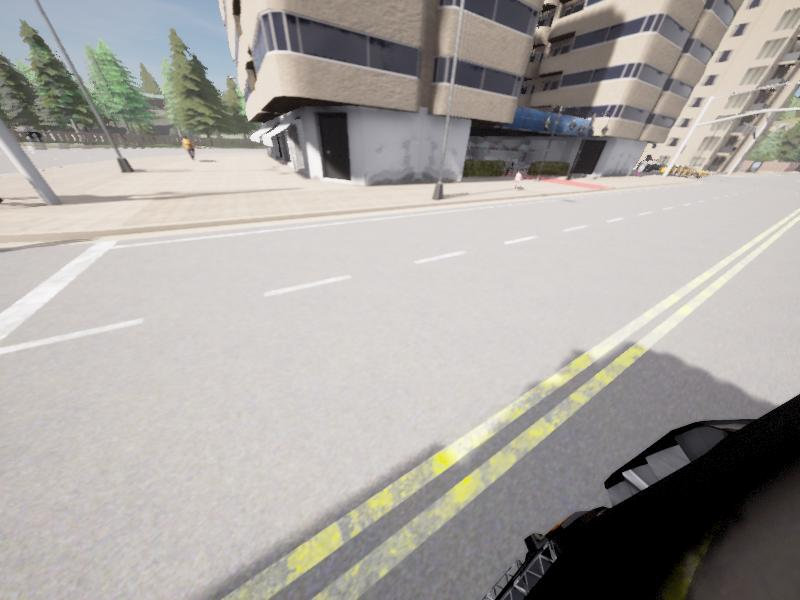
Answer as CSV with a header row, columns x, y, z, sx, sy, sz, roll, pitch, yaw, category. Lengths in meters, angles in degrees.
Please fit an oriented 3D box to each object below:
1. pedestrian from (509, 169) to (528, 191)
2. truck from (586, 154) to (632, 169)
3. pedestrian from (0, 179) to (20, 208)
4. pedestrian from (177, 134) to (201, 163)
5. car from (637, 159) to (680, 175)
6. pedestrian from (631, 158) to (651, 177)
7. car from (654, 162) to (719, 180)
x,y,z,sx,sy,sz,roll,pitch,yaw,category
6.948,-7.076,13.595,0.500,1.100,0.500,-16,38,-25,pedestrian
42.143,-28.113,46.848,2.390,2.098,6.274,-16,39,-26,truck
-11.475,-3.383,5.945,0.751,1.860,0.751,-9,36,-17,pedestrian
-16.705,-12.017,18.338,0.751,1.860,0.751,-16,39,-26,pedestrian
41.202,-21.320,36.910,1.905,1.878,3.866,-16,38,-26,car
28.241,-15.539,27.070,0.751,1.860,0.751,18,37,21,pedestrian
39.744,-18.070,32.261,1.801,1.575,5.366,-10,36,-18,car
